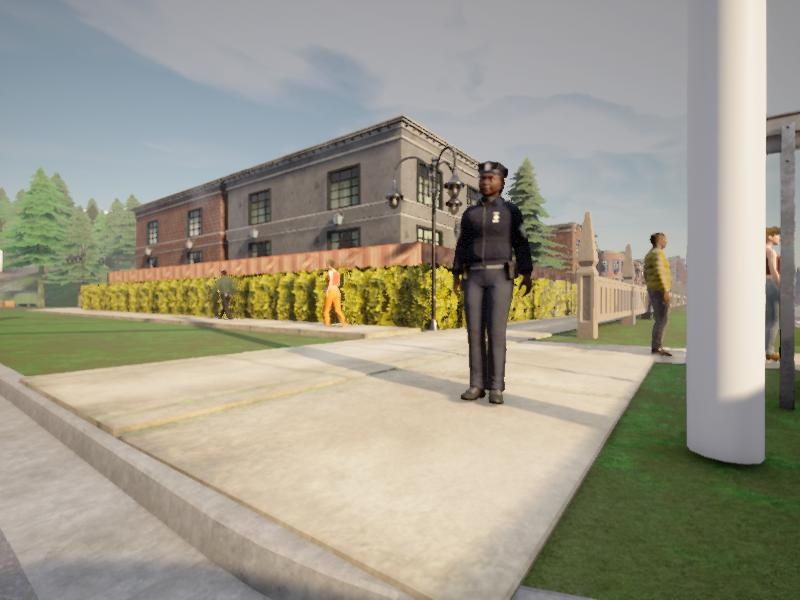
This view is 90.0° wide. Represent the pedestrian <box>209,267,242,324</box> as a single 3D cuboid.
[{"bbox_3d":[-5.880,-0.137,13.484,0.751,1.860,0.751,0,0,37],"label":"pedestrian"}]

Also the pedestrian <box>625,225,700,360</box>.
[{"bbox_3d":[3.884,-0.109,5.976,0.751,1.860,0.751,0,0,17],"label":"pedestrian"}]

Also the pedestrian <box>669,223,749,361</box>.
[{"bbox_3d":[4.506,-0.107,5.901,0.751,1.860,0.751,0,0,21],"label":"pedestrian"}]

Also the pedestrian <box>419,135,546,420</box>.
[{"bbox_3d":[0.663,-0.146,3.132,0.751,1.860,0.751,0,0,32],"label":"pedestrian"}]

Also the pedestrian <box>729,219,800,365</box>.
[{"bbox_3d":[5.130,-0.105,5.518,0.751,1.860,0.751,0,0,27],"label":"pedestrian"}]

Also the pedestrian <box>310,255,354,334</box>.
[{"bbox_3d":[-1.690,-0.125,9.981,0.751,1.860,0.751,0,0,37],"label":"pedestrian"}]
